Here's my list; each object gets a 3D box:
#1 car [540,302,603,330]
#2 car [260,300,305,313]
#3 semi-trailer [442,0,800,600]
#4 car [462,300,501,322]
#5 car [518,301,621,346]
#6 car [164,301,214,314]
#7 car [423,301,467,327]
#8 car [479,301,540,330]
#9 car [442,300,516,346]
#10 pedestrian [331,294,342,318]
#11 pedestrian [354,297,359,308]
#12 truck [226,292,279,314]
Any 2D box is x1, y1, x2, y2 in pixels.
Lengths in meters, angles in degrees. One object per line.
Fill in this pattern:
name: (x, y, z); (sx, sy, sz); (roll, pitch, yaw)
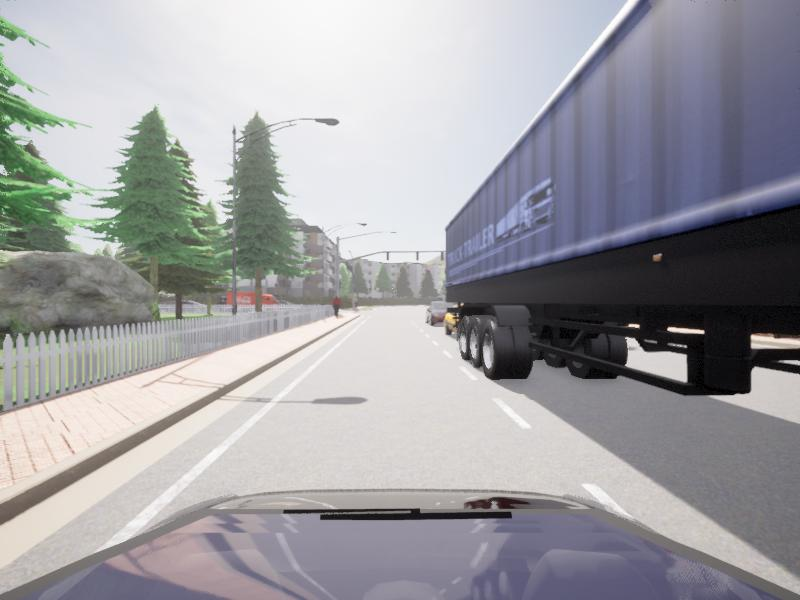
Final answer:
car: (9.802, 0.837, 23.259); (1.816, 1.474, 4.193); (0, 0, -2)
car: (-14.607, 0.797, 49.911); (4.902, 1.511, 2.128); (0, 0, 0)
semi-trailer: (3.090, -0.622, 6.736); (2.717, 4.402, 14.254); (0, 0, -2)
car: (6.092, 0.800, 30.482); (1.882, 1.535, 5.008); (0, 0, -2)
car: (6.550, 0.810, 16.185); (1.882, 1.535, 5.008); (0, 0, -2)
car: (-24.410, 0.808, 46.375); (4.892, 1.490, 1.837); (0, 0, 0)
car: (2.733, 0.832, 25.395); (2.163, 1.488, 4.792); (0, 0, -2)
car: (6.300, 0.833, 23.648); (2.163, 1.488, 4.792); (0, 0, -2)
car: (2.991, 0.792, 16.404); (1.801, 1.575, 5.366); (0, 0, -2)
pedestrian: (-4.917, 0.463, 31.104); (0.751, 1.860, 0.751); (0, 0, -1)
pedestrian: (-7.241, 0.434, 66.696); (0.751, 1.860, 0.751); (0, 0, 2)
truck: (-17.053, 0.320, 46.402); (5.204, 2.467, 2.627); (0, 0, 0)
